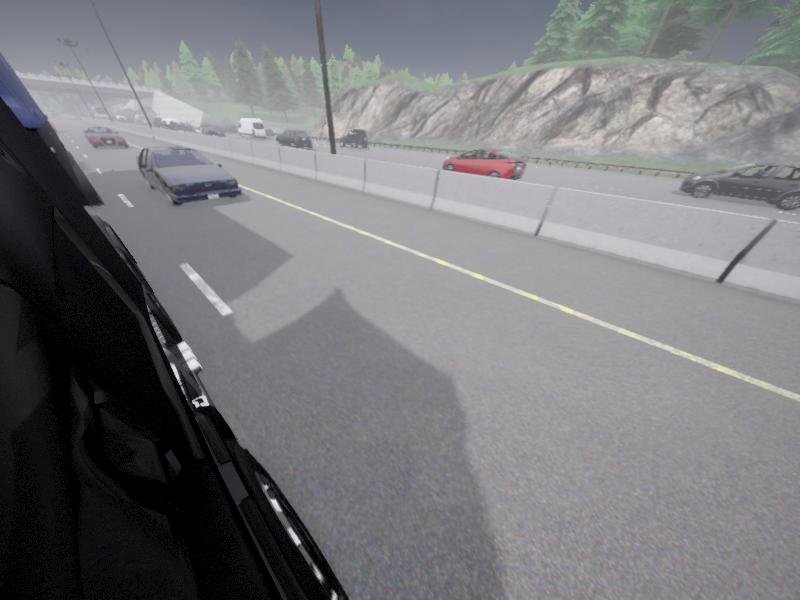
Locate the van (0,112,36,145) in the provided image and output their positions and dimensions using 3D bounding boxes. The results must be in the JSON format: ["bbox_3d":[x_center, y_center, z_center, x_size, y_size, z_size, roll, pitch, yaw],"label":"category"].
[{"bbox_3d":[-31.964,-13.458,18.044,2.069,2.038,4.480,-22,42,-30],"label":"van"}]

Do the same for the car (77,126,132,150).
[{"bbox_3d":[-24.013,-13.197,18.762,4.181,1.385,1.994,28,43,30],"label":"car"}]

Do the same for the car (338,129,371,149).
[{"bbox_3d":[-5.645,-19.985,28.666,3.866,1.878,1.905,28,43,30],"label":"car"}]

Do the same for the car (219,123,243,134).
[{"bbox_3d":[-34.939,-35.458,47.806,4.611,1.667,2.242,27,43,30],"label":"car"}]

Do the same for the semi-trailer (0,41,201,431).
[{"bbox_3d":[-8.697,-3.595,4.246,14.254,4.402,2.717,28,43,30],"label":"semi-trailer"}]

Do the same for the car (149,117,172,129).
[{"bbox_3d":[-56.484,-41.613,54.398,5.566,2.045,2.150,28,43,30],"label":"car"}]

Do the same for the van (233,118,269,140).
[{"bbox_3d":[-23.558,-27.048,36.486,5.915,2.561,1.988,28,43,30],"label":"van"}]

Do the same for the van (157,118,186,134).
[{"bbox_3d":[-38.744,-29.463,39.173,4.480,2.038,2.069,28,43,30],"label":"van"}]

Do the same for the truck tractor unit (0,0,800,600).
[{"bbox_3d":[-2.645,-0.295,0.351,6.516,4.208,3.053,28,44,30],"label":"truck tractor unit"}]

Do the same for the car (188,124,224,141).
[{"bbox_3d":[-26.206,-22.592,31.155,4.974,1.542,2.038,28,43,30],"label":"car"}]

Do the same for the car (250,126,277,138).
[{"bbox_3d":[-24.135,-29.650,40.819,4.902,1.511,2.128,28,43,30],"label":"car"}]

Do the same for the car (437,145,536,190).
[{"bbox_3d":[4.519,-7.441,12.722,2.007,1.525,4.514,-25,45,-32],"label":"car"}]

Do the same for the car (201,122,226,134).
[{"bbox_3d":[-36.407,-33.515,45.099,4.611,1.667,2.242,28,43,30],"label":"car"}]

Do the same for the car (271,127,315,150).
[{"bbox_3d":[-11.705,-17.720,25.302,4.553,1.767,2.097,28,43,30],"label":"car"}]

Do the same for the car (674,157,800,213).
[{"bbox_3d":[16.110,-5.458,10.733,3.988,1.617,1.851,29,44,31],"label":"car"}]

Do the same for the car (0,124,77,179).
[{"bbox_3d":[-17.015,-6.874,10.472,4.856,1.649,2.033,28,43,30],"label":"car"}]

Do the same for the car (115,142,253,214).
[{"bbox_3d":[-7.684,-4.531,8.116,5.357,1.411,2.033,28,43,30],"label":"car"}]
